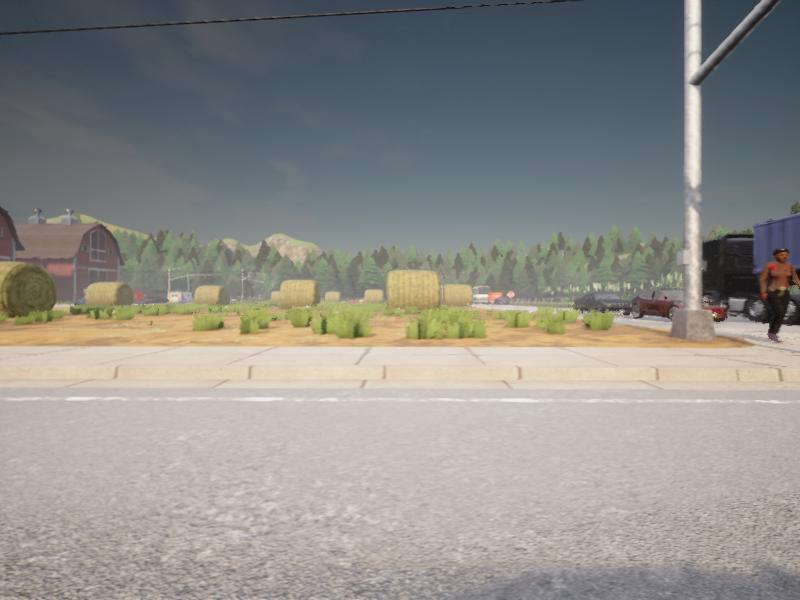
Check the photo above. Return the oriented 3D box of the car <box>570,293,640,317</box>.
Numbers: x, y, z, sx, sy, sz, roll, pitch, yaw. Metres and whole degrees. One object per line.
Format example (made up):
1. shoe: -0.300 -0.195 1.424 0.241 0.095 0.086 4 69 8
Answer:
1. car: 13.049 0.269 25.924 2.033 1.411 5.357 0 0 3

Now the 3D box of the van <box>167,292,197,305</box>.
1. van: -41.432 -0.298 76.370 2.351 2.431 6.366 0 0 -1

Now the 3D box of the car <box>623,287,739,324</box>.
1. car: 12.701 0.225 18.560 2.163 1.488 4.792 0 0 3

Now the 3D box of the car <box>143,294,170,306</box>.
1. car: -41.271 -0.008 67.961 1.932 1.855 4.605 0 0 -1

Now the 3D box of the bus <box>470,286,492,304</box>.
1. bus: 19.905 -1.159 99.182 3.944 4.253 10.273 0 0 3

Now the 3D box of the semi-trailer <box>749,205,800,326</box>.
1. semi-trailer: 15.341 -1.245 9.743 2.717 4.402 14.254 0 0 7

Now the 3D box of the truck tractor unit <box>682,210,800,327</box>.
1. truck tractor unit: 16.144 -1.147 17.615 3.053 4.208 6.516 0 0 3

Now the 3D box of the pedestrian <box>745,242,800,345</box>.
1. pedestrian: 7.232 -0.110 7.634 0.751 1.860 0.751 0 0 19
